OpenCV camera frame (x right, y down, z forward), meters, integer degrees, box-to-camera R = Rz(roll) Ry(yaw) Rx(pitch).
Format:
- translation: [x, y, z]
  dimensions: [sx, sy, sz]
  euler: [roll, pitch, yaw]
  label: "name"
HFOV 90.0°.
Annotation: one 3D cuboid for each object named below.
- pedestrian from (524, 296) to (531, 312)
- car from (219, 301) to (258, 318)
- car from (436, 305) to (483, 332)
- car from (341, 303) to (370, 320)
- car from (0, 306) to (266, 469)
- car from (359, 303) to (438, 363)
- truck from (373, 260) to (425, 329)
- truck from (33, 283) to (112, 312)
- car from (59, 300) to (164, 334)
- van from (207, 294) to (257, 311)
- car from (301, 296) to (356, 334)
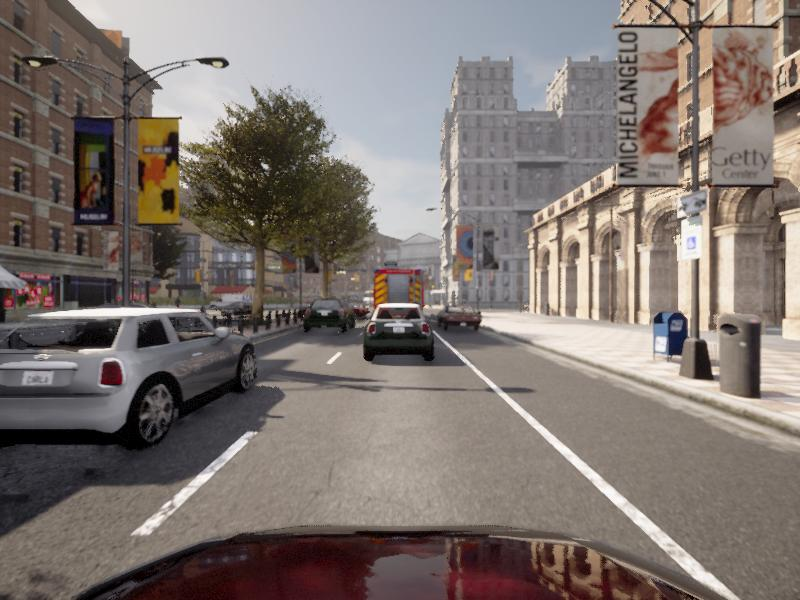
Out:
- translation: [14.831, 0.480, 46.518]
  dimensions: [0.751, 1.860, 0.751]
  euler: [0, 0, 9]
  label: "pedestrian"
- translation: [-15.150, 0.865, 37.709]
  dimensions: [1.812, 1.442, 4.674]
  euler: [0, 0, 0]
  label: "car"
- translation: [3.161, 0.936, 22.292]
  dimensions: [1.895, 1.301, 4.718]
  euler: [0, 0, 0]
  label: "car"
- translation: [-3.633, 0.940, 33.522]
  dimensions: [1.895, 1.301, 4.718]
  euler: [0, 0, 0]
  label: "car"
- translation: [-3.524, 0.853, 5.668]
  dimensions: [1.970, 1.475, 3.806]
  euler: [0, 0, 0]
  label: "car"
- translation: [-0.045, 0.852, 11.925]
  dimensions: [1.970, 1.475, 3.806]
  euler: [0, 0, 0]
  label: "car"
- translation: [-0.100, -0.324, 26.464]
  dimensions: [2.891, 3.827, 8.468]
  euler: [0, 0, 0]
  label: "truck"
- translation: [-45.131, -0.331, 55.262]
  dimensions: [8.468, 3.827, 2.891]
  euler: [0, 0, -1]
  label: "truck"
- translation: [-15.085, 0.820, 21.387]
  dimensions: [2.038, 1.542, 4.974]
  euler: [0, 0, 0]
  label: "car"
- translation: [-24.647, 0.371, 58.824]
  dimensions: [6.366, 2.431, 2.351]
  euler: [0, 0, 3]
  label: "van"
- translation: [-3.584, 0.691, 21.033]
  dimensions: [2.097, 1.767, 4.553]
  euler: [0, 0, 0]
  label: "car"
